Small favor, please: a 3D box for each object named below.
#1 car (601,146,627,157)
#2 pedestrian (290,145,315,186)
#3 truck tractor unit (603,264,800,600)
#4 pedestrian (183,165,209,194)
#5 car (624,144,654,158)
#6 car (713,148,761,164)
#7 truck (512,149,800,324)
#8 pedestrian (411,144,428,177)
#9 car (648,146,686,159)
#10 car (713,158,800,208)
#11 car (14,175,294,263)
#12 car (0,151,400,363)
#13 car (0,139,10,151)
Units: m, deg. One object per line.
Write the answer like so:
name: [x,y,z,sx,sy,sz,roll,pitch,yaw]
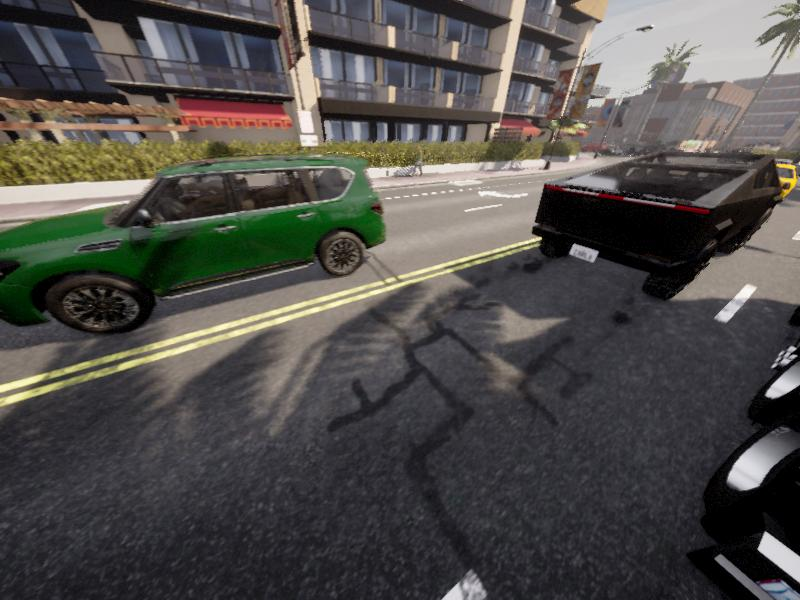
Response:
car: [38.495,-26.868,41.742,1.970,1.475,3.806,11,36,15]
pedestrian: [-5.264,-7.323,12.559,0.751,1.860,0.751,-17,38,-23]
truck tractor unit: [5.107,-0.303,0.791,6.516,4.208,3.053,-18,38,-24]
pedestrian: [-9.369,-5.540,10.620,0.500,1.100,0.500,-24,41,-30]
car: [41.669,-26.173,40.409,1.905,1.878,3.866,11,36,15]
car: [43.200,-18.611,29.793,1.851,1.617,3.988,19,39,24]
truck: [5.846,-1.971,5.066,6.274,2.098,2.390,-18,39,-24]
pedestrian: [1.300,-9.531,15.799,0.751,1.860,0.751,-18,39,-25]
car: [44.374,-24.741,38.569,2.242,1.667,4.611,13,37,17]
car: [17.598,-5.797,11.137,5.366,1.575,1.801,-21,40,-27]
car: [-5.762,-2.486,6.399,4.718,1.301,1.895,-18,39,-24]
car: [-2.940,-1.394,4.196,5.566,2.045,2.150,-18,39,-25]
car: [-82.970,-31.520,46.927,1.905,1.878,3.866,-18,39,-25]
